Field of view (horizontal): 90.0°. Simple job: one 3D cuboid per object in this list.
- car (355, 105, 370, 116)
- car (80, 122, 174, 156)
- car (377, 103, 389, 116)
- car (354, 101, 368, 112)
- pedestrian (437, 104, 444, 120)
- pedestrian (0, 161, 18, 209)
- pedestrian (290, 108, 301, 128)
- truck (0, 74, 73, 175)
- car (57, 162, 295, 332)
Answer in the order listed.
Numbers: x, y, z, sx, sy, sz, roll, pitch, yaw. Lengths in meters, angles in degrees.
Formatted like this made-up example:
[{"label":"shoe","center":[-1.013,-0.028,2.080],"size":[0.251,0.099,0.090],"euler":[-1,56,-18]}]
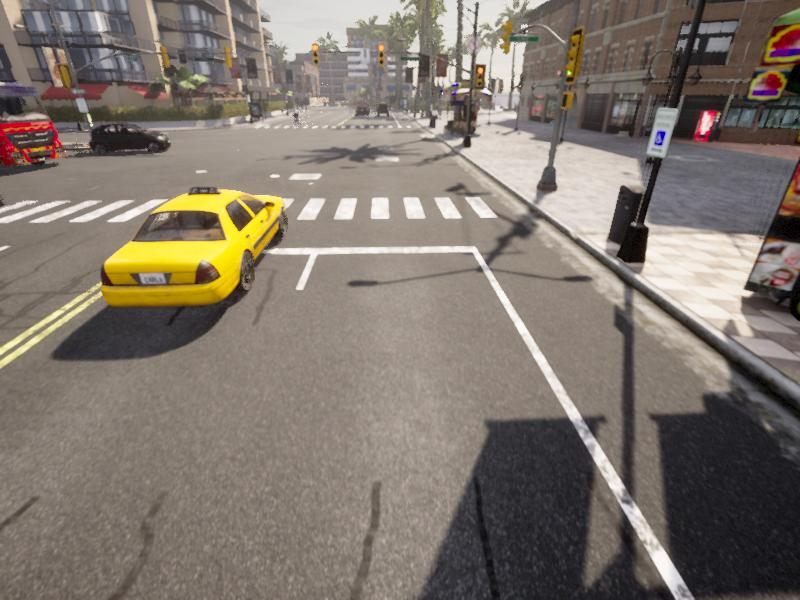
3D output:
[{"label":"car","center":[-6.430,-32.792,69.096],"size":[2.242,1.667,4.611],"euler":[-1,27,-2]},{"label":"car","center":[-15.959,-9.575,23.660],"size":[3.988,1.617,1.851],"euler":[-8,28,-16]},{"label":"car","center":[-2.846,-32.021,67.347],"size":[1.905,1.878,3.866],"euler":[-1,27,-2]},{"label":"car","center":[-8.591,-42.578,87.866],"size":[2.150,2.045,5.566],"euler":[-7,28,-13]},{"label":"pedestrian","center":[5.461,-25.426,54.084],"size":[0.751,1.860,0.751],"euler":[5,27,10]},{"label":"pedestrian","center":[-12.315,-3.677,11.776],"size":[0.751,1.860,0.751],"euler":[-4,27,-7]},{"label":"pedestrian","center":[-11.054,-19.322,42.434],"size":[0.751,1.860,0.751],"euler":[-1,27,-1]},{"label":"truck","center":[-20.525,-7.991,18.105],"size":[8.468,3.827,2.891],"euler":[4,27,7]},{"label":"car","center":[-3.557,-1.476,7.833],"size":[1.801,1.575,5.366],"euler":[-1,27,-2]}]
